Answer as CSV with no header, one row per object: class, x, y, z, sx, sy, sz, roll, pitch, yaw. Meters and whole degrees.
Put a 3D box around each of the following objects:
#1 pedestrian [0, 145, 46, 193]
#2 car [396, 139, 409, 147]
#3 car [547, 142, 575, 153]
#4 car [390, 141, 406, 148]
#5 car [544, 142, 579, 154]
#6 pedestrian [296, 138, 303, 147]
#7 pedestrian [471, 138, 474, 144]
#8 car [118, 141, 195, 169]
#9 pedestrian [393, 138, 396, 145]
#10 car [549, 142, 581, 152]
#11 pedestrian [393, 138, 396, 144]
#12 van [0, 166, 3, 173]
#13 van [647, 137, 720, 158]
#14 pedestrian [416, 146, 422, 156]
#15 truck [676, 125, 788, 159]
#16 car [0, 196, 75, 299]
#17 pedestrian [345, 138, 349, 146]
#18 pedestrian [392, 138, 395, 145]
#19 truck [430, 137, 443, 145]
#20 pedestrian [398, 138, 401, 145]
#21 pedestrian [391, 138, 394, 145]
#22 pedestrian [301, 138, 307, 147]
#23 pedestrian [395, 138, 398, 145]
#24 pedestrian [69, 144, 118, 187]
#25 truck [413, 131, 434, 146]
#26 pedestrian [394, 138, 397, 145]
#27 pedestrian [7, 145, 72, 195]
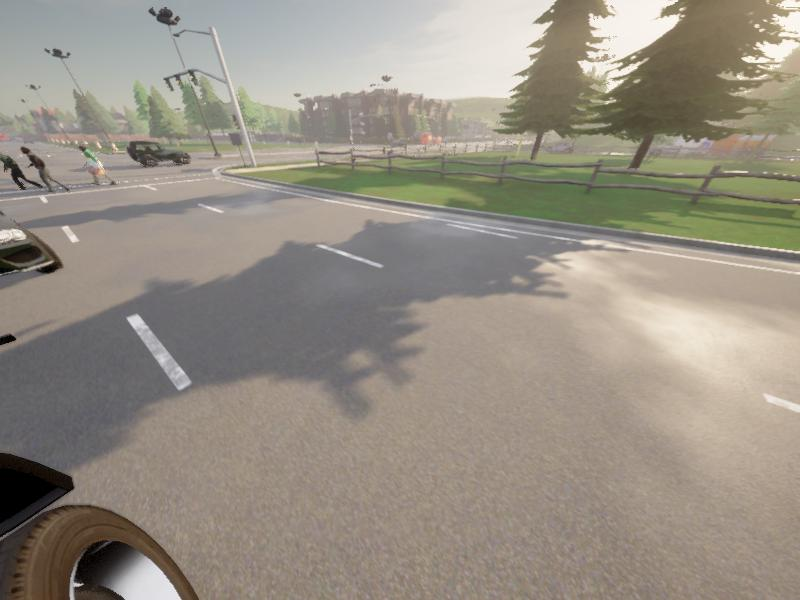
pedestrian,-17.971,-6.114,10.766,0.751,1.860,0.751,29,44,34
car,0.691,-44.966,66.064,1.905,1.878,3.866,23,41,28
car,31.663,-30.143,45.543,3.988,1.617,1.851,22,41,28
car,-0.481,-40.414,59.917,1.837,1.490,4.892,23,41,28
car,29.963,-28.378,43.011,4.856,1.649,2.033,22,41,28
pedestrian,-23.347,-36.629,53.731,0.751,1.860,0.751,25,42,31
pedestrian,26.957,-58.769,85.574,0.751,1.860,0.751,16,38,21
car,-21.021,-12.750,20.165,1.905,1.878,3.866,23,41,28
pedestrian,-1.841,-52.547,76.496,0.751,1.860,0.751,28,43,33
car,34.012,-31.648,47.687,5.027,1.651,2.152,22,41,28
pedestrian,-2.003,-54.822,79.721,0.751,1.860,0.751,28,43,33
van,-30.853,-10.256,16.461,4.442,1.987,1.775,22,41,28
van,42.953,-23.372,35.330,6.366,2.431,2.351,22,41,28
pedestrian,2.529,-19.665,30.560,0.500,1.100,0.500,25,42,31
truck,49.122,-23.882,34.894,8.468,3.827,2.891,22,41,28
car,-9.043,-1.320,4.295,5.027,1.651,2.152,19,39,24
pedestrian,-14.489,-43.271,63.230,0.751,1.860,0.751,26,43,31
pedestrian,-2.028,-53.008,77.148,0.751,1.860,0.751,10,36,14
truck,13.681,-59.290,85.971,2.627,2.467,5.204,22,41,28
pedestrian,-0.120,-53.421,77.750,0.751,1.860,0.751,-25,42,-31
pedestrian,-2.401,-52.720,76.736,0.751,1.860,0.751,22,41,28
pedestrian,-22.659,-37.218,54.572,0.751,1.860,0.751,26,42,31
pedestrian,-1.218,-54.426,79.167,0.751,1.860,0.751,16,38,21
pedestrian,-15.862,-6.967,11.994,0.751,1.860,0.751,26,43,32
truck,8.002,-55.151,78.872,2.891,3.827,8.468,22,41,28
pedestrian,-1.370,-52.847,76.926,0.751,1.860,0.751,21,40,27
pedestrian,-16.194,-5.878,10.447,0.751,1.860,0.751,26,43,32
